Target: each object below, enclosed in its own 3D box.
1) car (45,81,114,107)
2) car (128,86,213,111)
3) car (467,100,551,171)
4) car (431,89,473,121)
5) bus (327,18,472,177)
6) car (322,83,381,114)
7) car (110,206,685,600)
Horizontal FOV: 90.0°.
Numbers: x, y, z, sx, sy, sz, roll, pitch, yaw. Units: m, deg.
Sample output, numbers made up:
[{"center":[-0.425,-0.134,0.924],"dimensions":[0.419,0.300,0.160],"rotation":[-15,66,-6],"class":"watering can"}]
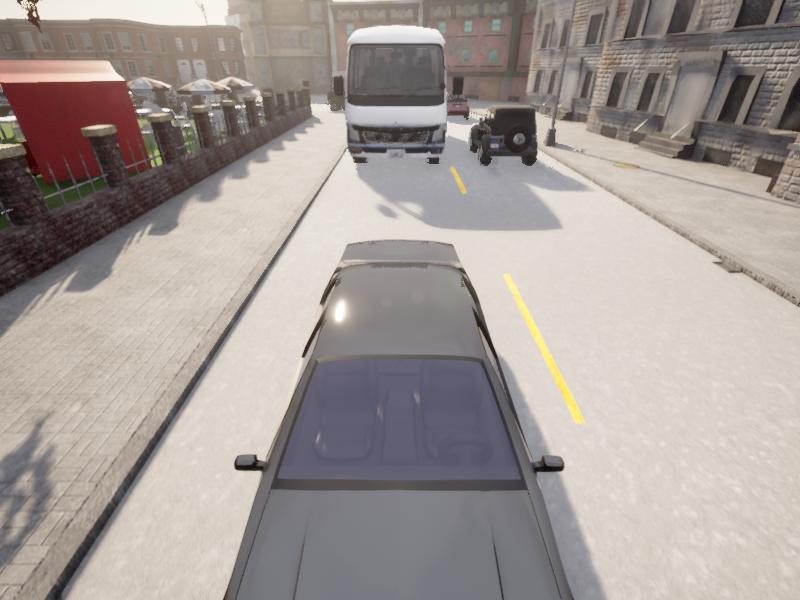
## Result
[{"center":[-27.781,-17.952,34.807],"dimensions":[3.866,1.878,1.905],"rotation":[-1,30,1],"class":"car"},{"center":[-17.922,-15.833,31.444],"dimensions":[5.238,1.638,1.930],"rotation":[0,30,0],"class":"car"},{"center":[3.759,-6.134,14.622],"dimensions":[1.905,1.878,3.866],"rotation":[0,30,0],"class":"car"},{"center":[3.428,-13.286,27.136],"dimensions":[1.851,1.617,3.988],"rotation":[-3,30,-6],"class":"car"},{"center":[0.092,-8.539,16.374],"dimensions":[3.944,4.253,10.273],"rotation":[1,32,1],"class":"bus"},{"center":[-3.626,-15.313,30.321],"dimensions":[3.866,1.878,1.905],"rotation":[13,33,21],"class":"car"},{"center":[-0.003,0.688,3.450],"dimensions":[2.033,1.411,5.357],"rotation":[0,30,0],"class":"car"}]
